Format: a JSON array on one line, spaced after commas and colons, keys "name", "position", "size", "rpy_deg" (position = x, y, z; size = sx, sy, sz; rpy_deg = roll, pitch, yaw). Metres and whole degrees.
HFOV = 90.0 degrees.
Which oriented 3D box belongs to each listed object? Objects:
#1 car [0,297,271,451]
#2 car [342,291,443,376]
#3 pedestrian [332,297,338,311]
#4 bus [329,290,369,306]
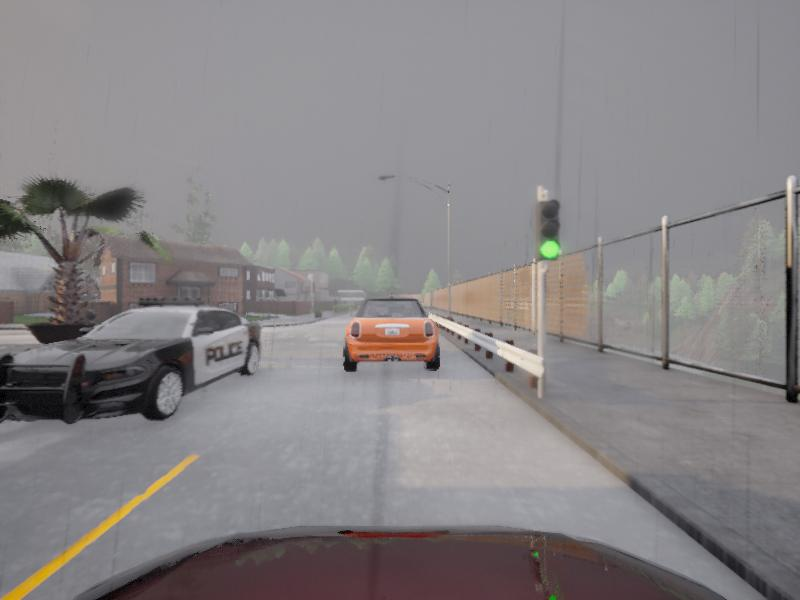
[{"name": "car", "position": [-4.015, 0.776, 6.878], "size": [1.930, 1.638, 5.238], "rpy_deg": [0, 0, 0]}, {"name": "car", "position": [-0.267, 0.701, 10.636], "size": [2.097, 1.767, 4.553], "rpy_deg": [0, 0, -3]}, {"name": "pedestrian", "position": [-8.736, 0.568, 53.986], "size": [0.751, 1.860, 0.751], "rpy_deg": [0, 0, -1]}, {"name": "bus", "position": [-13.435, -0.470, 106.339], "size": [10.273, 4.253, 3.944], "rpy_deg": [0, 0, 0]}]
